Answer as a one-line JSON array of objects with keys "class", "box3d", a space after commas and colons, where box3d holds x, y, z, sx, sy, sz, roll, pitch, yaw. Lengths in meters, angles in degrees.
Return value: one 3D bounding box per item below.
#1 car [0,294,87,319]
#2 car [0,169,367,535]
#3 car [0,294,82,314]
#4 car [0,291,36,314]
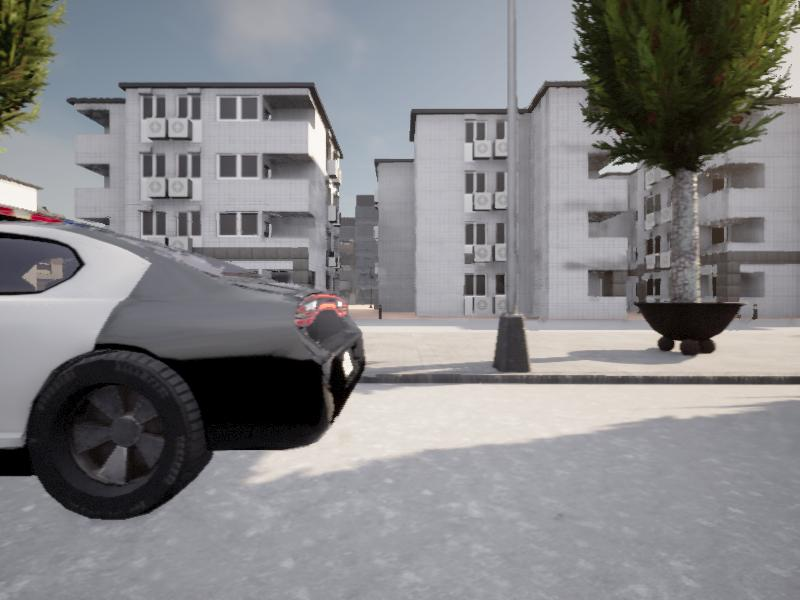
[{"class": "car", "box3d": [-24.037, 0.393, 26.395, 2.038, 1.542, 4.974, 0, 0, 30]}, {"class": "car", "box3d": [-2.800, 0.222, 2.718, 4.974, 1.542, 2.038, 0, 0, 0]}, {"class": "car", "box3d": [-24.063, 0.235, 26.350, 1.853, 1.218, 4.536, 0, 0, 30]}, {"class": "car", "box3d": [-26.832, 0.147, 26.752, 3.633, 1.501, 1.845, 0, 0, 11]}]
